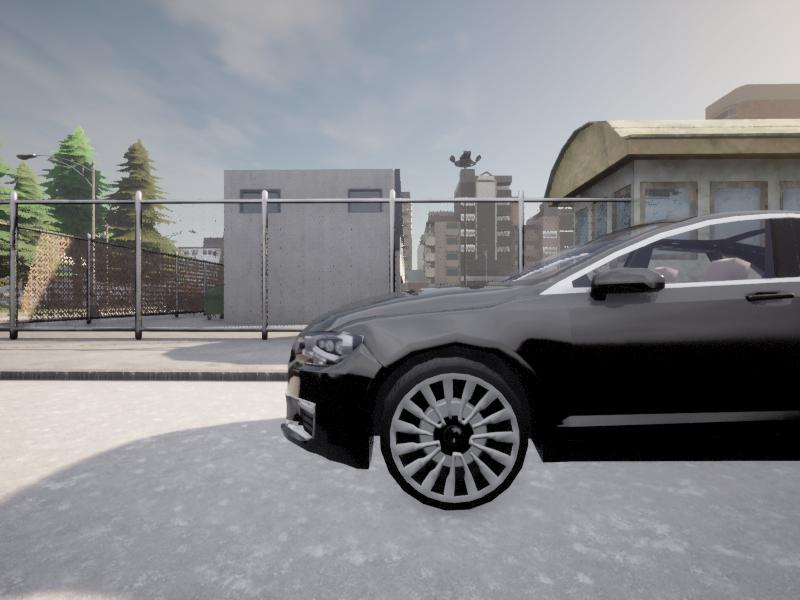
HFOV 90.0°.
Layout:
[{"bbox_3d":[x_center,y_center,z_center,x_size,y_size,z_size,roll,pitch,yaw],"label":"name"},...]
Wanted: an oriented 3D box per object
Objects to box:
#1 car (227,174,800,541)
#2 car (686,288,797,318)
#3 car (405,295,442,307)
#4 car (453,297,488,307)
[{"bbox_3d":[1.742,0.236,2.706,4.902,1.511,2.128,0,0,1],"label":"car"},{"bbox_3d":[17.629,0.159,20.794,4.193,1.474,1.816,0,0,1],"label":"car"},{"bbox_3d":[3.273,0.171,56.275,5.238,1.638,1.930,0,0,2],"label":"car"},{"bbox_3d":[9.808,0.270,56.091,4.674,1.442,1.812,0,0,1],"label":"car"}]
